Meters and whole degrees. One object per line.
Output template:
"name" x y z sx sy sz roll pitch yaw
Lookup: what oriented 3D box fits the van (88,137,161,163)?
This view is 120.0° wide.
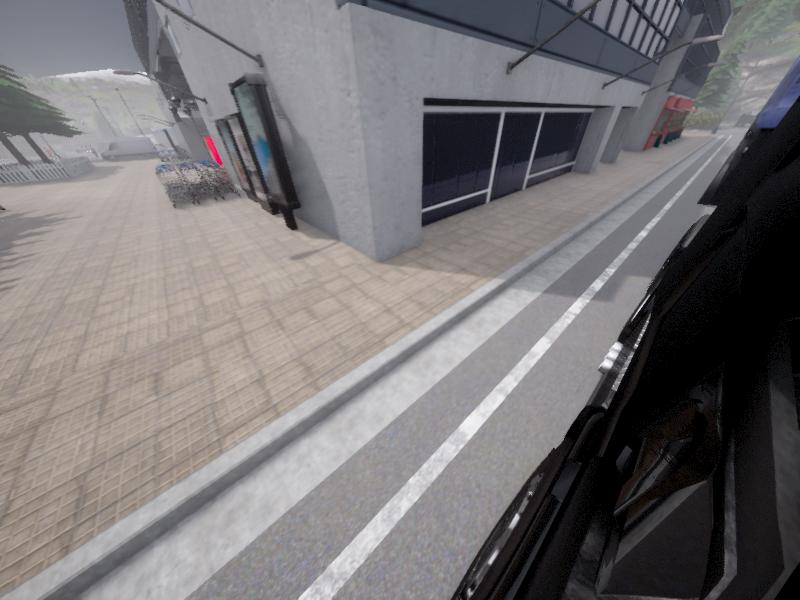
"van" -37.853 -20.987 32.138 5.915 2.561 1.988 -29 44 -31

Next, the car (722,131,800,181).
"car" 15.906 -6.232 9.823 4.181 1.385 1.994 -28 44 -30

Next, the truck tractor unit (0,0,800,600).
"truck tractor unit" 2.645 -0.295 0.351 6.516 4.208 3.053 -28 44 -30

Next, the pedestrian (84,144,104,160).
"pedestrian" -43.093 -20.863 32.586 0.751 1.860 0.751 17 41 25

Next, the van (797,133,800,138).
"van" 37.737 -15.462 20.194 4.480 2.038 2.069 -28 44 -30

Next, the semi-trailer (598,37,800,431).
"semi-trailer" 8.707 -3.600 4.218 14.254 4.402 2.717 -28 43 -30
